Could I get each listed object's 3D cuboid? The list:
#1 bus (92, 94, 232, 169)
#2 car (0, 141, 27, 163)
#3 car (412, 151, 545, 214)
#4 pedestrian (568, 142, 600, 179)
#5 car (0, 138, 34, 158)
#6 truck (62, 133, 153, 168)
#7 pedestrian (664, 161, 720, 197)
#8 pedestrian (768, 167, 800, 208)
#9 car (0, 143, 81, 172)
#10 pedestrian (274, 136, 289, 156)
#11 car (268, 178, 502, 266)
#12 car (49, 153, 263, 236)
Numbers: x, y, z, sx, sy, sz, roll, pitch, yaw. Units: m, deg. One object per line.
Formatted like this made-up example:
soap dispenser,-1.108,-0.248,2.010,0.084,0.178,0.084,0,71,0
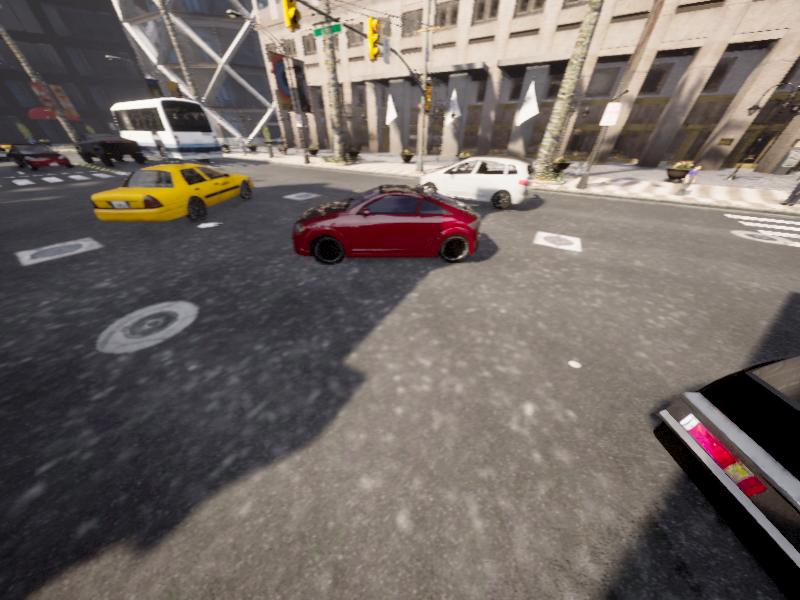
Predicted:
bus,-20.227,-14.245,19.805,10.273,4.253,3.944,19,39,23
car,-34.752,-12.423,19.362,3.806,1.475,1.970,8,36,10
car,3.081,-5.072,9.633,4.611,1.667,2.242,20,40,24
pedestrian,11.156,-8.493,14.109,0.751,1.860,0.751,12,37,16
car,-40.654,-15.100,22.908,5.366,1.575,1.801,3,36,3
truck,-23.794,-12.273,18.827,6.274,2.098,2.390,18,39,22
pedestrian,12.723,-5.289,10.135,0.751,1.300,0.751,3,36,3
pedestrian,15.427,-4.544,8.663,0.751,1.860,0.751,-12,37,-17
car,-26.095,-10.375,16.658,4.792,1.488,2.163,17,39,21
pedestrian,-13.167,-17.168,25.788,0.751,1.860,0.751,14,38,18
car,-0.273,-1.874,5.349,4.181,1.385,1.994,-1,36,-2
car,-7.061,-3.882,7.845,1.801,1.575,5.366,-1,35,-2
